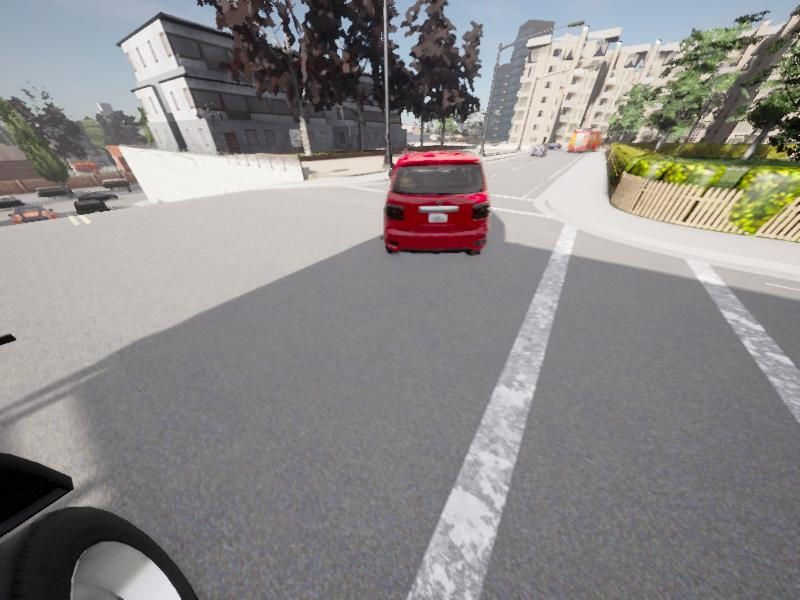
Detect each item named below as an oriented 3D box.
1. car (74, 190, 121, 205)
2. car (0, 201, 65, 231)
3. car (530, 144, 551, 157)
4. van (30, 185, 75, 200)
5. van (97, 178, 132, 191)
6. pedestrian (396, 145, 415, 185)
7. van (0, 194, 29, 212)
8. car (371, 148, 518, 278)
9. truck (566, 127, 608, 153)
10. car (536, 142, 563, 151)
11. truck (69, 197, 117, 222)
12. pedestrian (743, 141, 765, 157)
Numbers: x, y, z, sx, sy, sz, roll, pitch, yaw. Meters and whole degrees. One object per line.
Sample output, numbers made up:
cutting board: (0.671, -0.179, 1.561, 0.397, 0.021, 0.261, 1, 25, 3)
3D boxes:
car: (-56.609, -19.276, 43.313, 1.882, 1.535, 5.008, 22, 41, 28)
car: (-29.571, -6.767, 18.720, 4.553, 1.767, 2.097, 12, 36, 35)
car: (21.134, -22.525, 34.706, 1.789, 1.549, 3.705, 22, 41, 28)
van: (-68.524, -21.279, 45.684, 1.775, 1.987, 4.442, 22, 41, 28)
van: (-66.001, -26.821, 53.492, 2.069, 2.038, 4.480, 22, 41, 28)
pedestrian: (0.279, -7.583, 13.020, 0.751, 1.860, 0.751, 20, 40, 26)
van: (-65.476, -15.782, 37.923, 1.775, 1.987, 4.442, 22, 41, 28)
car: (0.854, -2.849, 6.292, 2.150, 2.045, 5.566, 1, 34, 4)
truck: (36.030, -30.655, 44.482, 8.468, 3.827, 2.891, -24, 41, -31)
car: (34.376, -35.266, 53.113, 4.792, 1.488, 2.163, 21, 40, 30)
truck: (-35.267, -10.283, 26.490, 6.274, 2.098, 2.390, 14, 36, 34)
pedestrian: (49.757, -21.177, 32.459, 0.751, 1.860, 0.751, 23, 41, 29)
